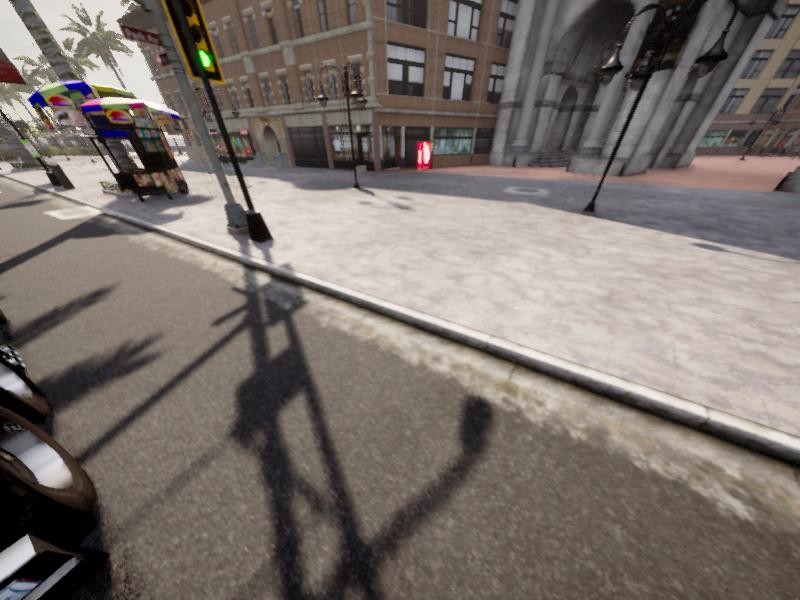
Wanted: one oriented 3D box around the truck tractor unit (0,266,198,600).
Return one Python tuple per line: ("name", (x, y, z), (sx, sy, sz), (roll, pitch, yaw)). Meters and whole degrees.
("truck tractor unit", (-5.119, -0.292, 0.772), (6.516, 4.208, 3.053), (18, 39, 24))
